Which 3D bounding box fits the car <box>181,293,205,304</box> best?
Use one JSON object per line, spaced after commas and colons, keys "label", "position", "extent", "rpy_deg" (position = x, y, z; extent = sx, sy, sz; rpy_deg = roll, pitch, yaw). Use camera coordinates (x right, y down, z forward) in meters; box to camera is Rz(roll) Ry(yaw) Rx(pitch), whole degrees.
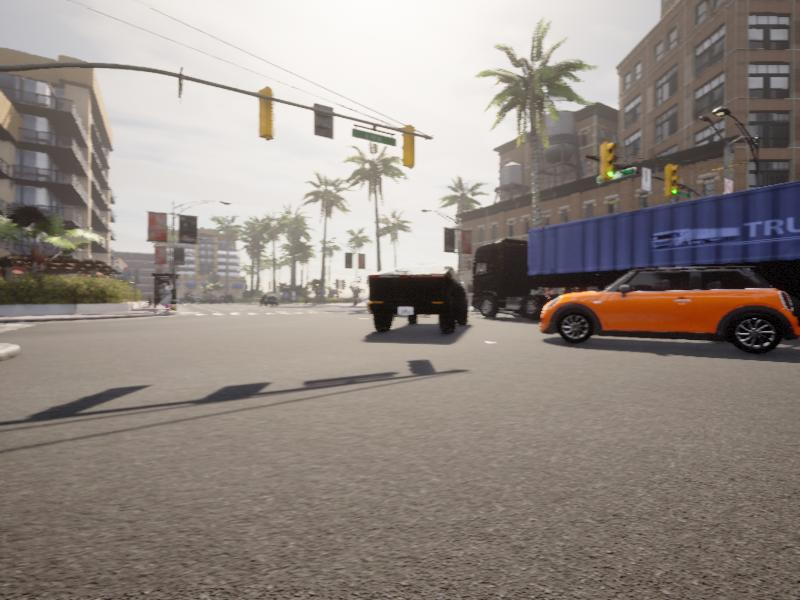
{"label": "car", "position": [-40.570, -0.271, 78.320], "extent": [5.566, 2.045, 2.150], "rpy_deg": [0, 0, 40]}

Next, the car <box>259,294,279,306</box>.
{"label": "car", "position": [-17.974, 0.033, 54.706], "extent": [1.851, 1.617, 3.988], "rpy_deg": [0, 0, -30]}

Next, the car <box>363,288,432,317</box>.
{"label": "car", "position": [-0.309, 0.141, 24.399], "extent": [1.801, 1.575, 5.366], "rpy_deg": [0, 0, -30]}

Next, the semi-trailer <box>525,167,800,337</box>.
{"label": "semi-trailer", "position": [10.482, -1.234, 12.827], "extent": [2.717, 4.402, 14.254], "rpy_deg": [0, 0, -30]}

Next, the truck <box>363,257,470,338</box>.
{"label": "truck", "position": [0.921, -0.089, 13.653], "extent": [2.390, 2.098, 6.274], "rpy_deg": [0, 0, 14]}

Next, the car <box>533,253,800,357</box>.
{"label": "car", "position": [5.562, 0.079, 8.886], "extent": [4.553, 1.767, 2.097], "rpy_deg": [0, 0, 33]}

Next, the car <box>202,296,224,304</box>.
{"label": "car", "position": [-37.541, -0.019, 80.308], "extent": [4.611, 1.667, 2.242], "rpy_deg": [0, 0, 40]}

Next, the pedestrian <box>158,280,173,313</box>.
{"label": "pedestrian", "position": [-13.713, -0.193, 23.425], "extent": [0.751, 1.860, 0.751], "rpy_deg": [0, 0, -30]}

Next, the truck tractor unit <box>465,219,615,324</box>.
{"label": "truck tractor unit", "position": [6.502, -1.161, 19.668], "extent": [3.053, 4.208, 6.516], "rpy_deg": [0, 0, -30]}
